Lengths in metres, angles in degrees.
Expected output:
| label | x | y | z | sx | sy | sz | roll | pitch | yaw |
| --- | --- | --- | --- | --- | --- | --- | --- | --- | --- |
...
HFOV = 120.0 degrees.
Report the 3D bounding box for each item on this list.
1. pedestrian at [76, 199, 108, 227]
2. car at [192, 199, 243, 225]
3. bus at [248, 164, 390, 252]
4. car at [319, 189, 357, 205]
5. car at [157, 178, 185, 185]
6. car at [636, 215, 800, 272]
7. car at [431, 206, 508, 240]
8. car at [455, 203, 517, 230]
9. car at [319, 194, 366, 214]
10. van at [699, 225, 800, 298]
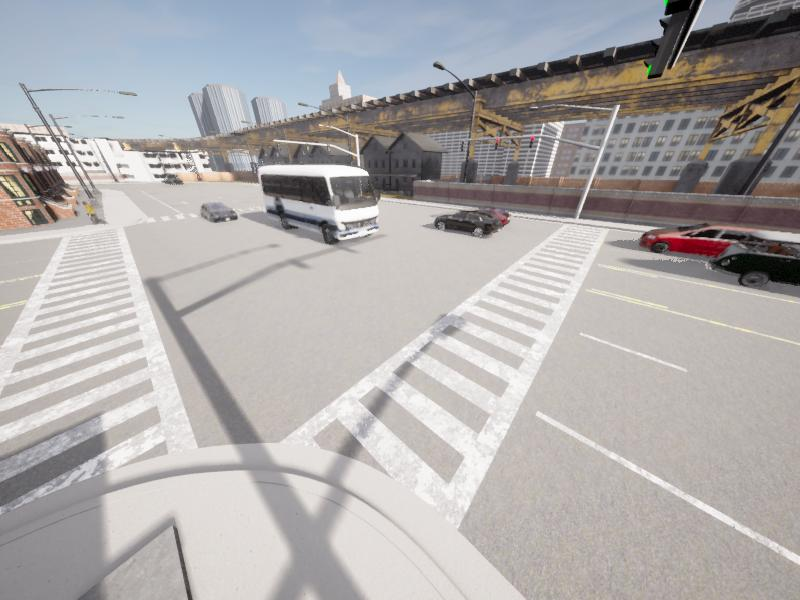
| label | x | y | z | sx | sy | sz | roll | pitch | yaw |
| --- | --- | --- | --- | --- | --- | --- | --- | --- | --- |
| pedestrian | -23.314 | -6.606 | 17.539 | 0.751 | 1.860 | 0.751 | -26 | 39 | -37 |
| car | -16.507 | -8.022 | 20.804 | 5.357 | 1.411 | 2.033 | 24 | 38 | 35 |
| bus | -5.823 | -6.962 | 16.110 | 10.273 | 4.253 | 3.944 | 24 | 38 | 35 |
| car | -8.293 | -13.738 | 30.703 | 5.357 | 1.411 | 2.033 | 24 | 38 | 35 |
| car | -59.053 | -30.609 | 59.678 | 5.238 | 1.638 | 1.930 | 3 | 30 | 6 |
| car | 15.920 | -3.168 | 12.117 | 4.611 | 1.667 | 2.242 | 24 | 38 | 35 |
| car | 4.794 | -5.668 | 16.625 | 4.892 | 1.490 | 1.837 | 24 | 37 | 35 |
| car | 6.939 | -7.002 | 19.063 | 4.181 | 1.385 | 1.994 | 24 | 38 | 35 |
| car | -6.326 | -10.535 | 25.156 | 5.357 | 1.411 | 2.033 | 24 | 38 | 35 |
| van | 15.202 | -1.290 | 8.545 | 4.442 | 1.987 | 1.775 | 23 | 37 | 35 |
